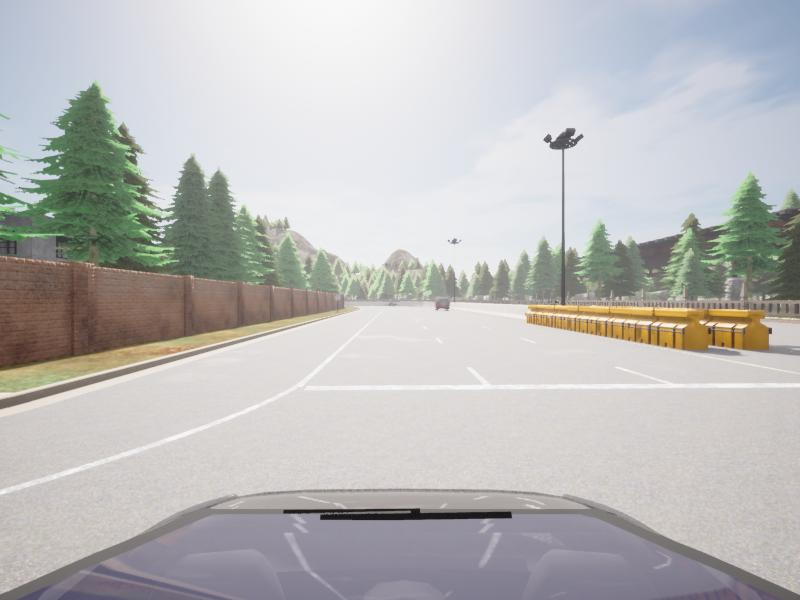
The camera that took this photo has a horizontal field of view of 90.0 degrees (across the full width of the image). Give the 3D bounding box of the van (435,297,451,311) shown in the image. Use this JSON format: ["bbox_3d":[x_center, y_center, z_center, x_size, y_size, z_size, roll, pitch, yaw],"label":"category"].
[{"bbox_3d":[6.210,0.599,58.336,1.775,1.987,4.442,0,0,-1],"label":"van"}]

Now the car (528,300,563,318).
[{"bbox_3d":[13.501,0.788,37.378,1.851,1.617,3.988,0,0,-1],"label":"car"}]
